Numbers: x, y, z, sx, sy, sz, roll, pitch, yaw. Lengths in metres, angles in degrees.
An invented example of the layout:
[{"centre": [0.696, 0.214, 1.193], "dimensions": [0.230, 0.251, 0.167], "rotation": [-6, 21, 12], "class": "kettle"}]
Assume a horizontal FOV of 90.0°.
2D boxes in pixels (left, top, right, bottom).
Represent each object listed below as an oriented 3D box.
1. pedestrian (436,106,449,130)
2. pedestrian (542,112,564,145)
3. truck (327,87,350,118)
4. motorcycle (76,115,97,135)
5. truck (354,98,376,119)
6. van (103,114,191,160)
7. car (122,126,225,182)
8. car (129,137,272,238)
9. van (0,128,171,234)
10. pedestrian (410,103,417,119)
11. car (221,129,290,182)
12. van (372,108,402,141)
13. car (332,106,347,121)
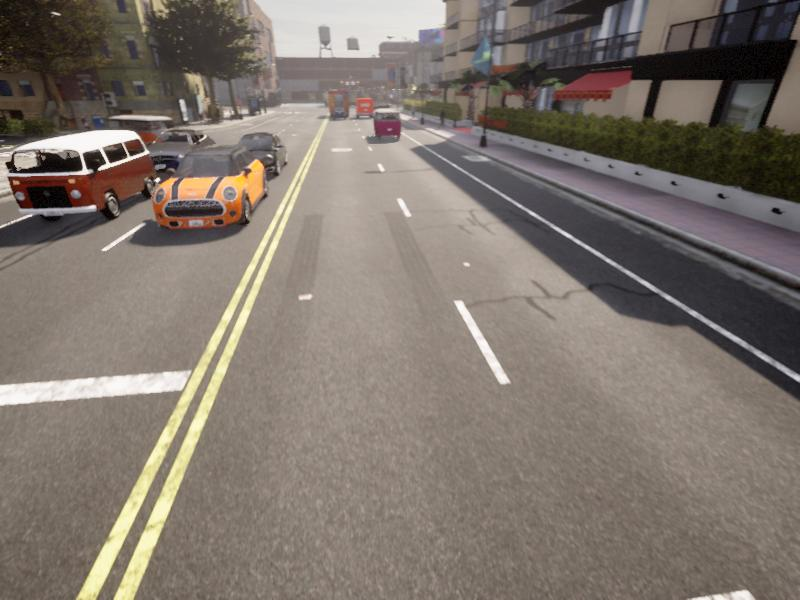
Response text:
[{"centre": [3.788, -16.230, 35.650], "dimensions": [0.751, 1.860, 0.751], "rotation": [-12, 30, -22], "class": "pedestrian"}, {"centre": [9.435, -10.615, 24.746], "dimensions": [0.751, 1.860, 0.751], "rotation": [-3, 27, -7], "class": "pedestrian"}, {"centre": [-9.096, -29.442, 59.540], "dimensions": [2.891, 3.827, 8.468], "rotation": [-4, 27, -7], "class": "truck"}, {"centre": [-26.110, -14.595, 33.292], "dimensions": [0.764, 1.277, 2.356], "rotation": [-29, 38, -27], "class": "motorcycle"}, {"centre": [-4.962, -26.805, 55.918], "dimensions": [2.627, 2.467, 5.204], "rotation": [-4, 28, -7], "class": "truck"}, {"centre": [-13.904, -9.043, 22.010], "dimensions": [4.442, 1.987, 1.775], "rotation": [15, 31, 27], "class": "van"}, {"centre": [-9.636, -6.578, 17.615], "dimensions": [2.152, 1.651, 5.027], "rotation": [-4, 28, -7], "class": "car"}, {"centre": [-5.122, -3.357, 11.168], "dimensions": [2.097, 1.767, 4.553], "rotation": [-4, 27, -7], "class": "car"}, {"centre": [-8.699, -3.609, 11.398], "dimensions": [2.069, 2.038, 4.480], "rotation": [-4, 28, -7], "class": "van"}, {"centre": [1.677, -23.685, 50.111], "dimensions": [0.751, 1.860, 0.751], "rotation": [-3, 27, -6], "class": "pedestrian"}, {"centre": [-6.077, -6.427, 17.450], "dimensions": [1.837, 1.490, 4.892], "rotation": [-4, 28, -7], "class": "car"}, {"centre": [-1.038, -13.445, 30.509], "dimensions": [1.775, 1.987, 4.442], "rotation": [-4, 27, -7], "class": "van"}, {"centre": [-7.891, -24.382, 52.209], "dimensions": [1.789, 1.549, 3.705], "rotation": [-4, 28, -7], "class": "car"}]
